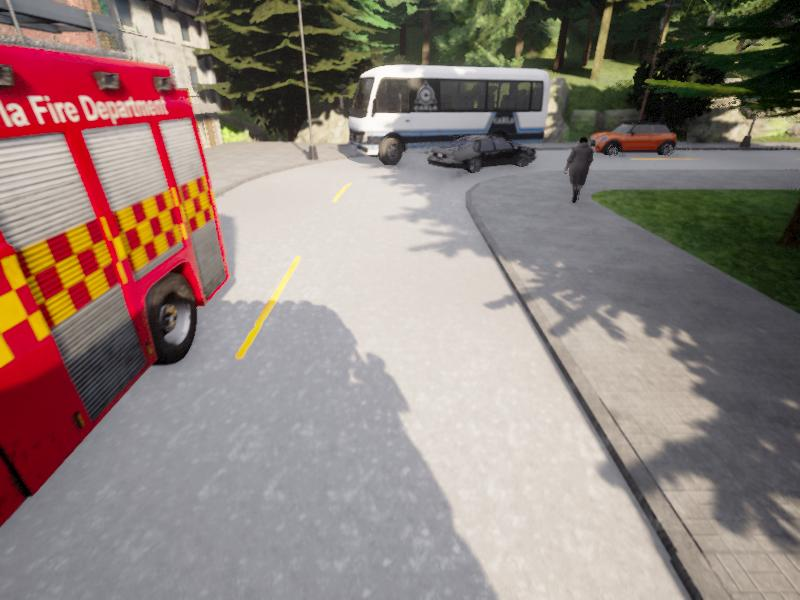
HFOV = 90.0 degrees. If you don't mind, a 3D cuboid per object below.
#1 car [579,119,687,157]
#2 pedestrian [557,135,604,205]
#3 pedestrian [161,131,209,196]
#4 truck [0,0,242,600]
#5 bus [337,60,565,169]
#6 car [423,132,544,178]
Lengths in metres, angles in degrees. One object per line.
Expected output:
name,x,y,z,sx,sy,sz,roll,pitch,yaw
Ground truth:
car,12.942,-9.140,22.499,4.553,1.767,2.097,-1,27,-1
pedestrian,5.253,-3.808,11.747,0.751,1.860,0.751,2,27,4
pedestrian,-6.850,-4.382,12.855,0.751,1.860,0.751,-1,27,-3
truck,-4.095,0.142,2.169,2.891,3.827,8.468,0,27,-1
bus,2.428,-9.395,20.305,10.273,4.253,3.944,-9,29,-17
car,3.840,-6.718,18.210,5.357,1.411,2.033,-16,31,-29
